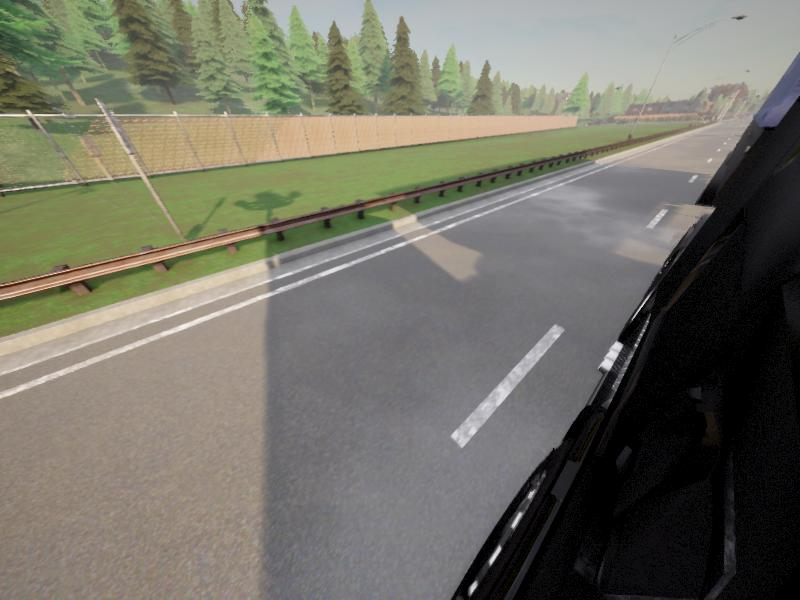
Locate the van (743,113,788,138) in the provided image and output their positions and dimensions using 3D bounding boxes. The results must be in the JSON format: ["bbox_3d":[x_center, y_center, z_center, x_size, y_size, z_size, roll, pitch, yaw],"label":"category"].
[{"bbox_3d":[39.240,-18.830,24.911,4.442,1.987,1.775,-28,44,-30],"label":"van"}]

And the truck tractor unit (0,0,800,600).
[{"bbox_3d":[2.645,-0.295,0.351,6.516,4.208,3.053,-28,44,-30],"label":"truck tractor unit"}]

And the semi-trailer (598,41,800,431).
[{"bbox_3d":[8.696,-3.593,4.250,14.254,4.402,2.717,-28,44,-30],"label":"semi-trailer"}]
